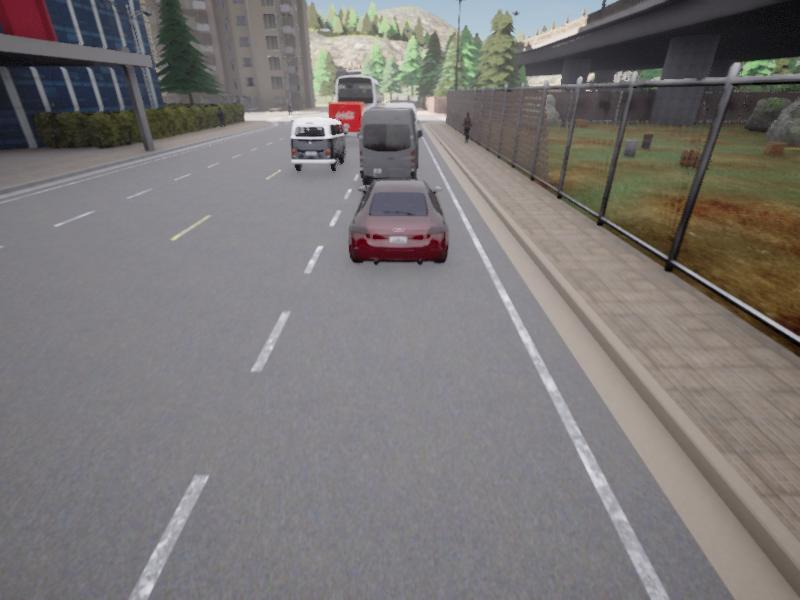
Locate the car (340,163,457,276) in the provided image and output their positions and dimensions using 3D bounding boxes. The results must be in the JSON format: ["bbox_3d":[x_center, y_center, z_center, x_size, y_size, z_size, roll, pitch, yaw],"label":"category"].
[{"bbox_3d":[-0.006,-2.032,9.004,1.994,1.385,4.181,0,27,1],"label":"car"}]

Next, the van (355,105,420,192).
[{"bbox_3d":[-0.263,-6.260,15.908,1.988,2.561,5.915,2,27,3],"label":"van"}]

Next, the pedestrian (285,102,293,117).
[{"bbox_3d":[-16.041,-27.537,57.806,0.751,1.860,0.751,-3,28,-6],"label":"pedestrian"}]

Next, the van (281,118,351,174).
[{"bbox_3d":[-3.501,-6.920,17.673,2.069,2.038,4.480,0,25,0],"label":"van"}]

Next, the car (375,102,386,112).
[{"bbox_3d":[-3.473,-35.214,72.971,1.801,1.575,5.366,0,27,0],"label":"car"}]

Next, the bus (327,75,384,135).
[{"bbox_3d":[-3.609,-17.674,36.114,3.944,4.253,10.273,0,27,0],"label":"bus"}]

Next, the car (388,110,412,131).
[{"bbox_3d":[0.015,-17.254,38.302,2.128,1.511,4.902,0,27,0],"label":"car"}]

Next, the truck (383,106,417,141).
[{"bbox_3d":[0.008,-13.773,30.926,2.390,2.098,6.274,0,27,0],"label":"truck"}]

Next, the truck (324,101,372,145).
[{"bbox_3d":[-3.492,-12.481,28.000,2.627,2.467,5.204,0,27,0],"label":"truck"}]

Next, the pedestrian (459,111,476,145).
[{"bbox_3d":[4.197,-10.702,24.873,0.751,1.860,0.751,-1,27,-3],"label":"pedestrian"}]

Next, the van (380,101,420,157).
[{"bbox_3d":[0.009,-10.103,23.347,1.988,2.561,5.915,0,27,0],"label":"van"}]

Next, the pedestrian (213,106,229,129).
[{"bbox_3d":[-15.605,-15.912,34.880,0.751,1.860,0.751,0,27,-1],"label":"pedestrian"}]
